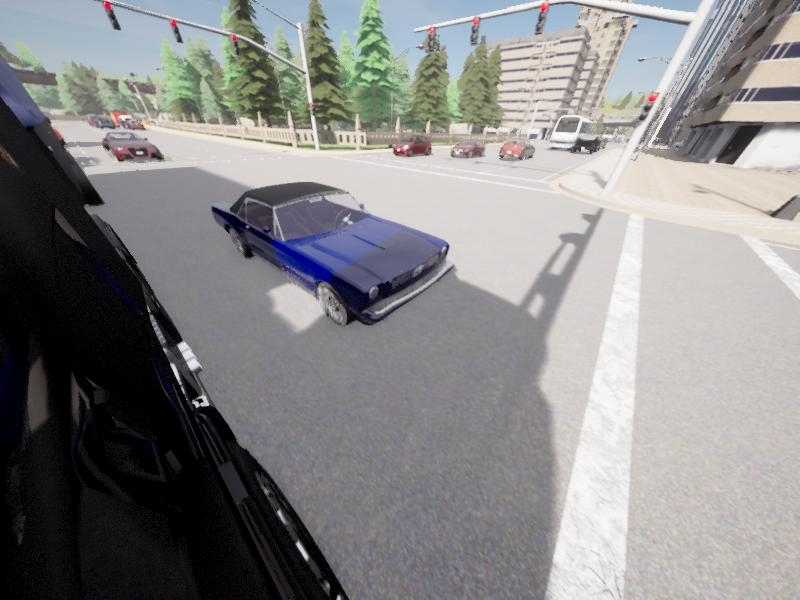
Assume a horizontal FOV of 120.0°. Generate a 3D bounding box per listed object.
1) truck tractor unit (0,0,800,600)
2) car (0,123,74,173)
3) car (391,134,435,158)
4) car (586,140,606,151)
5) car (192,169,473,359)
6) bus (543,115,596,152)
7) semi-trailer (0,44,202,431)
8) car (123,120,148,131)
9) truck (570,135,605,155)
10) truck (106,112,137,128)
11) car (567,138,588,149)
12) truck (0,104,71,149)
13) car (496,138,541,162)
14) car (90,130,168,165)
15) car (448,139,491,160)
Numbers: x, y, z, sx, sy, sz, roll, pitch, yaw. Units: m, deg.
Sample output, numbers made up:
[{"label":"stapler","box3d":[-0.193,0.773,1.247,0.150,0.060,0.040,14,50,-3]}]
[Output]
[{"label":"truck tractor unit","box3d":[-2.645,-0.295,0.351,6.516,4.208,3.053,28,44,30]},{"label":"car","box3d":[-18.324,-7.595,11.345,5.238,1.638,1.930,28,44,30]},{"label":"car","box3d":[1.230,-14.174,21.233,1.851,1.617,3.988,30,45,32]},{"label":"car","box3d":[33.371,-26.309,39.306,1.816,1.474,4.193,28,44,30]},{"label":"car","box3d":[-1.456,-1.205,4.078,4.718,1.301,1.895,28,44,30]},{"label":"bus","box3d":[27.154,-26.500,36.897,3.944,4.253,10.273,28,44,30]},{"label":"semi-trailer","box3d":[-8.700,-3.592,4.242,14.254,4.402,2.717,28,44,30]},{"label":"car","box3d":[-47.466,-31.320,41.423,3.806,1.475,1.970,28,44,30]},{"label":"truck","box3d":[26.783,-22.141,32.868,2.390,2.098,6.274,30,45,31]},{"label":"truck","box3d":[-57.528,-37.095,47.715,5.204,2.467,2.627,28,44,30]},{"label":"car","box3d":[33.806,-29.880,44.053,2.128,1.511,4.902,28,44,30]},{"label":"truck","box3d":[-28.070,-13.131,17.478,5.204,2.467,2.627,28,44,30]},{"label":"car","box3d":[11.550,-14.665,22.454,2.152,1.651,5.027,28,44,30]},{"label":"car","box3d":[-16.216,-9.196,13.823,4.181,1.385,1.994,26,43,28]},{"label":"car","box3d":[6.736,-14.567,22.201,1.812,1.442,4.674,28,44,30]}]
